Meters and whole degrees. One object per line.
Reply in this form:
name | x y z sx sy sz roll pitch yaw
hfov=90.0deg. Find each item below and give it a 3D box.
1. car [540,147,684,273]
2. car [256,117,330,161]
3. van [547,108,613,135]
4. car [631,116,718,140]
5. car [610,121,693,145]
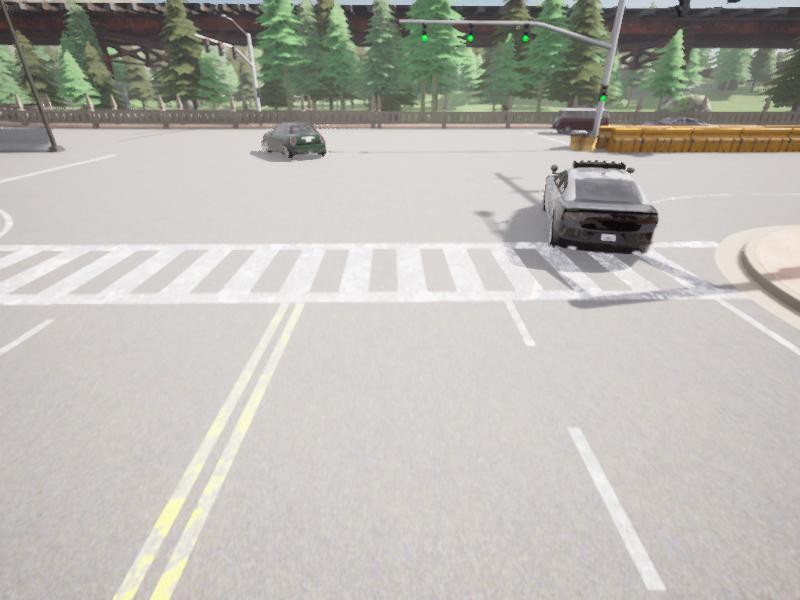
car | 4.632 -2.516 9.701 1.930 1.638 5.238 7 28 14
car | -5.915 -8.877 21.845 2.097 1.767 4.553 -19 33 -32
van | 14.942 -14.937 33.461 4.442 1.987 1.775 -1 27 -2
car | 20.872 -13.192 30.611 4.902 1.511 2.128 -1 27 -2
car | 17.111 -11.480 27.434 4.181 1.385 1.994 -1 27 -1
